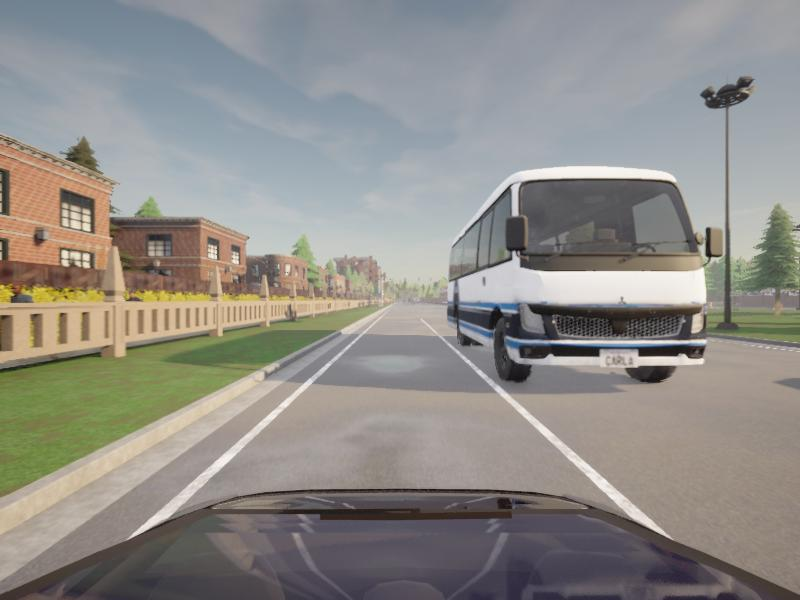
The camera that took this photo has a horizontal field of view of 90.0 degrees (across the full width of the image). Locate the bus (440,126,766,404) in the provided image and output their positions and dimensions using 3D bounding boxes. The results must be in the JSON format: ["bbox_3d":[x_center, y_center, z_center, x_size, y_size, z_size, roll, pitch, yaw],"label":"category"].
[{"bbox_3d":[3.623,-0.537,11.254,3.944,4.253,10.273,0,0,0],"label":"bus"}]

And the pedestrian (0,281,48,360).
[{"bbox_3d":[-9.242,0.482,9.712,0.751,1.860,0.751,0,0,0],"label":"pedestrian"}]

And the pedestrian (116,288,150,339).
[{"bbox_3d":[-9.930,0.481,14.915,0.751,1.860,0.751,0,0,0],"label":"pedestrian"}]
